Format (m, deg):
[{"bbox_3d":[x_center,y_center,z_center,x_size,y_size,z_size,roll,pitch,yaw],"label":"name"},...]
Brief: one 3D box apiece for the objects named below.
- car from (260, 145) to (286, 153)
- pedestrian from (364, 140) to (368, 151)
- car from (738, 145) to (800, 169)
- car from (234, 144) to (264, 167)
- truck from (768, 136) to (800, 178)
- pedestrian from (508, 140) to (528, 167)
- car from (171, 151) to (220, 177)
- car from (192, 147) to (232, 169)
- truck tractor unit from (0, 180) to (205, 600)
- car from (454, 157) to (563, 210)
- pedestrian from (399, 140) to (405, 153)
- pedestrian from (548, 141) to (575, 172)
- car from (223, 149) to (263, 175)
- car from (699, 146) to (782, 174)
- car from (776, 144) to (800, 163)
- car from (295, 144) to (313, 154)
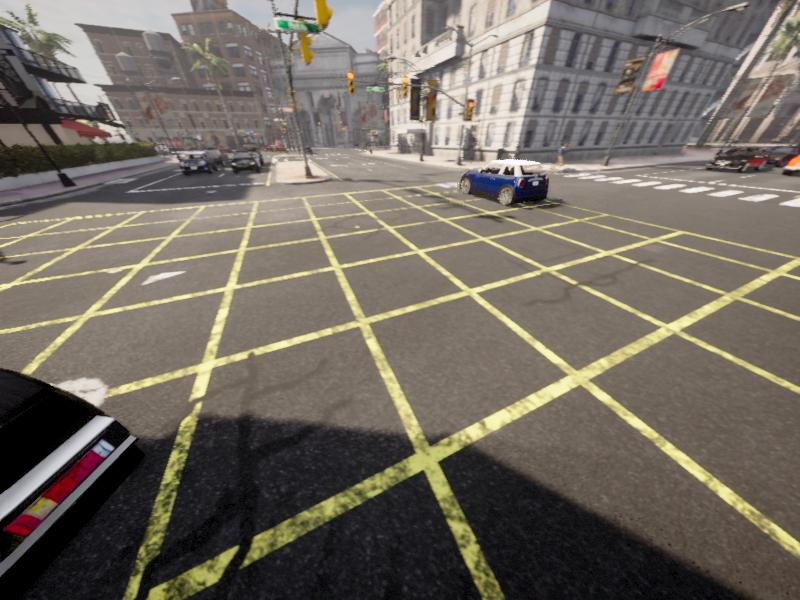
[{"bbox_3d":[-27.103,-32.307,49.342,4.718,1.301,1.895,13,37,18],"label":"car"},{"bbox_3d":[-7.607,-34.583,51.691,0.751,1.860,0.751,-13,37,-17],"label":"pedestrian"},{"bbox_3d":[31.726,-12.108,19.429,5.357,1.411,2.033,-15,37,-19],"label":"car"},{"bbox_3d":[-16.073,-15.594,24.846,1.932,1.855,4.605,-15,37,-19],"label":"car"},{"bbox_3d":[27.065,-9.117,14.322,5.204,2.467,2.627,-15,38,-19],"label":"truck"},{"bbox_3d":[9.814,-12.235,19.299,0.751,1.860,0.751,-19,39,-25],"label":"pedestrian"},{"bbox_3d":[-16.828,-11.418,19.266,1.970,1.475,3.806,-15,37,-19],"label":"car"},{"bbox_3d":[-19.524,-14.981,24.244,1.930,1.638,5.238,-15,37,-19],"label":"car"},{"bbox_3d":[-5.372,0.169,0.149,6.516,4.208,3.053,2,34,4],"label":"truck tractor unit"},{"bbox_3d":[4.396,-5.272,10.129,1.970,1.475,3.806,-15,37,-19],"label":"car"},{"bbox_3d":[0.297,-25.101,37.786,0.751,1.860,0.751,-13,37,-17],"label":"pedestrian"},{"bbox_3d":[11.610,-10.350,16.670,0.751,1.860,0.751,-16,38,-20],"label":"pedestrian"},{"bbox_3d":[-13.557,-12.183,20.248,2.038,1.542,4.974,-15,37,-19],"label":"car"},{"bbox_3d":[25.019,-10.373,16.995,4.892,1.490,1.837,-15,37,-19],"label":"car"},{"bbox_3d":[38.567,-13.869,21.831,4.181,1.385,1.994,-15,37,-19],"label":"car"},{"bbox_3d":[-18.133,-28.585,43.752,1.812,1.442,4.674,-21,40,-26],"label":"car"}]
